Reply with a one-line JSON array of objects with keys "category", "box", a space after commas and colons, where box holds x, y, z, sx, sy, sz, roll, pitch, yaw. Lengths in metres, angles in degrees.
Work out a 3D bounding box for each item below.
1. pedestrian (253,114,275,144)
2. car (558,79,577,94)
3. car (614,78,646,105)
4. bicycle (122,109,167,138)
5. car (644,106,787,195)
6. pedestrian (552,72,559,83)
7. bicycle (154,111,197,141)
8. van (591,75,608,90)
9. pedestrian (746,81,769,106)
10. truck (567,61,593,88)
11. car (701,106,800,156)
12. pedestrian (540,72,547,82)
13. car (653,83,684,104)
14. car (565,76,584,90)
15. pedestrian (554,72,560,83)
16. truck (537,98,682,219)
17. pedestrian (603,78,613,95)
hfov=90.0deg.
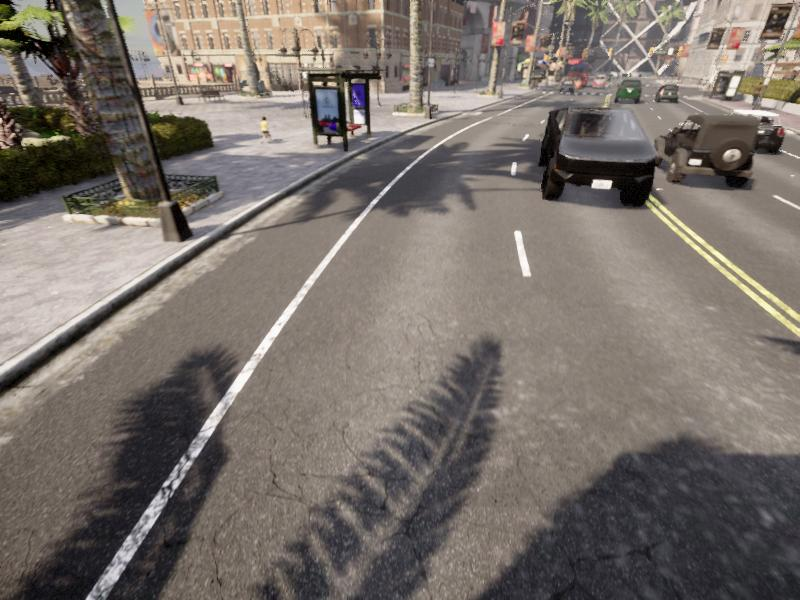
[{"category": "pedestrian", "box": [-5.650, -7.111, 16.636, 0.500, 1.100, 0.500, 11, 32, 18]}, {"category": "car", "box": [22.512, -28.664, 53.651, 1.789, 1.549, 3.705, 13, 33, 21]}, {"category": "car", "box": [22.723, -20.709, 39.598, 2.150, 2.045, 5.566, 14, 33, 22]}, {"category": "bicycle", "box": [-11.842, -8.239, 18.635, 0.373, 1.024, 1.643, 13, 33, 21]}, {"category": "car", "box": [9.341, -4.766, 12.372, 1.905, 1.878, 3.866, 8, 31, 13]}, {"category": "pedestrian", "box": [32.316, -46.378, 83.375, 0.751, 1.860, 0.751, -24, 38, -35]}, {"category": "bicycle", "box": [-10.006, -7.812, 17.928, 0.373, 1.024, 1.643, 13, 33, 21]}, {"category": "van", "box": [31.315, -34.195, 62.783, 1.775, 1.987, 4.442, 13, 33, 21]}, {"category": "pedestrian", "box": [31.283, -18.091, 35.064, 0.751, 1.860, 0.751, 13, 33, 21]}, {"category": "truck", "box": [31.533, -39.437, 69.913, 2.891, 3.827, 8.468, 13, 33, 21]}, {"category": "car", "box": [14.973, -7.434, 17.404, 1.970, 1.475, 3.806, 11, 32, 18]}, {"category": "pedestrian", "box": [31.051, -48.369, 86.760, 0.751, 1.860, 0.751, -16, 34, -25]}, {"category": "car", "box": [26.736, -20.636, 39.955, 1.851, 1.617, 3.988, 13, 33, 21]}, {"category": "car", "box": [27.087, -33.726, 62.132, 2.097, 1.767, 4.553, 13, 33, 21]}, {"category": "pedestrian", "box": [32.817, -46.574, 83.715, 0.751, 1.860, 0.751, 17, 34, 26]}, {"category": "truck", "box": [5.469, -4.478, 11.630, 2.390, 2.098, 6.274, 8, 31, 13]}, {"category": "pedestrian", "box": [26.246, -26.998, 50.513, 0.751, 1.860, 0.751, 13, 33, 20]}]
